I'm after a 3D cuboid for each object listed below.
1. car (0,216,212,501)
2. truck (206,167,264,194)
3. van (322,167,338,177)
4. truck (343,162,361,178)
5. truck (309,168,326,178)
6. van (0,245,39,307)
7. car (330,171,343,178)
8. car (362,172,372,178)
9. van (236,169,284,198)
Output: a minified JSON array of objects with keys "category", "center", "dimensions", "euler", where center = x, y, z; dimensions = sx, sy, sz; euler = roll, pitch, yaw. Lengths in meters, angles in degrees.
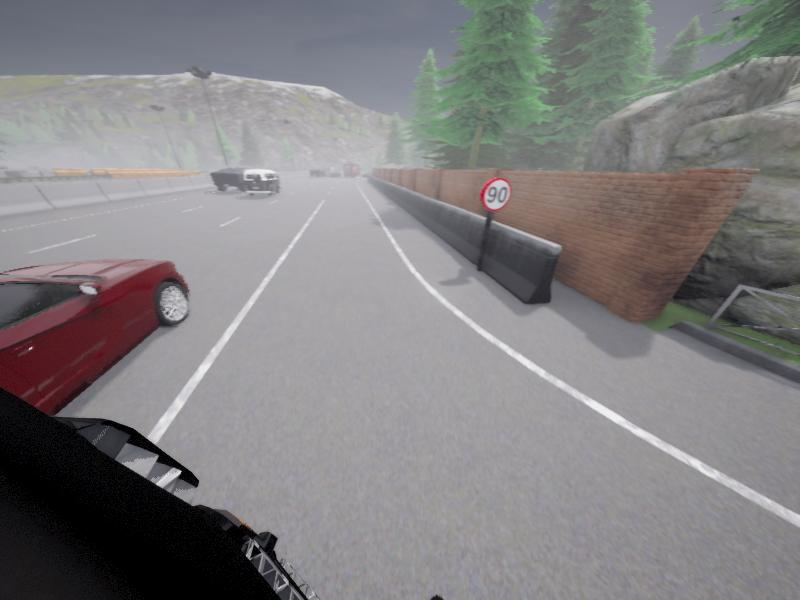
[{"category":"car","center":[-4.168,0.562,1.936],"dimensions":[1.882,1.535,5.008],"euler":[-4,30,-11]},{"category":"truck","center":[-16.311,-12.205,23.410],"dimensions":[2.390,2.098,6.274],"euler":[-4,30,-11]},{"category":"van","center":[-21.141,-38.909,70.210],"dimensions":[2.351,2.431,6.366],"euler":[4,29,4]},{"category":"truck","center":[-14.177,-38.849,69.034],"dimensions":[2.891,3.827,8.468],"euler":[4,29,4]},{"category":"truck","center":[-21.608,-33.450,60.839],"dimensions":[2.390,2.098,6.274],"euler":[1,29,0]},{"category":"van","center":[-7.651,0.227,1.336],"dimensions":[1.988,2.561,5.915],"euler":[-4,30,-11]},{"category":"car","center":[-17.999,-35.595,65.501],"dimensions":[2.128,1.511,4.902],"euler":[2,29,1]},{"category":"car","center":[-10.412,-39.401,72.691],"dimensions":[1.994,1.385,4.181],"euler":[4,29,4]},{"category":"van","center":[-12.018,-10.307,20.319],"dimensions":[2.069,2.038,4.480],"euler":[-4,30,-11]}]
